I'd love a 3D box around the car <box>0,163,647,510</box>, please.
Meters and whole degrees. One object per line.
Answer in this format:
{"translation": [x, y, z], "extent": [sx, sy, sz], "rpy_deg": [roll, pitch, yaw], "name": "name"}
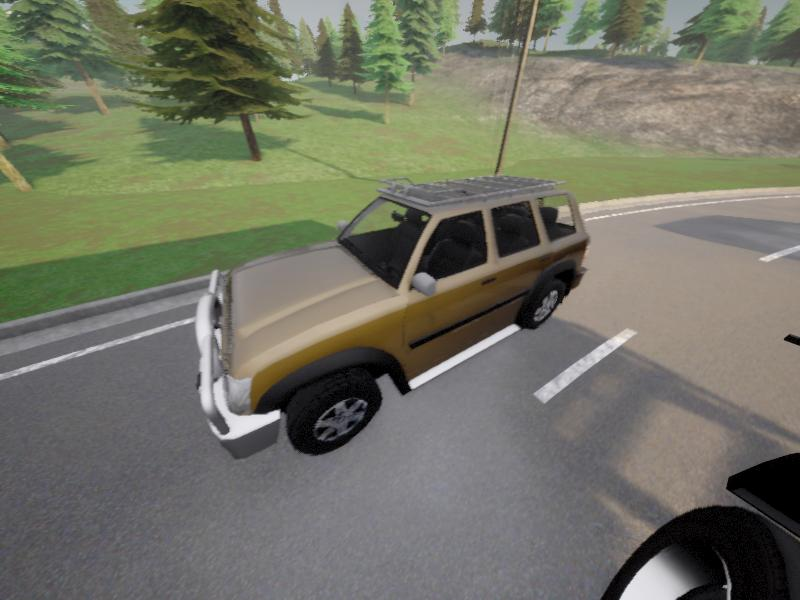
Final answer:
{"translation": [0.331, -0.411, 2.817], "extent": [4.605, 1.855, 1.932], "rpy_deg": [-20, 39, -25], "name": "car"}
